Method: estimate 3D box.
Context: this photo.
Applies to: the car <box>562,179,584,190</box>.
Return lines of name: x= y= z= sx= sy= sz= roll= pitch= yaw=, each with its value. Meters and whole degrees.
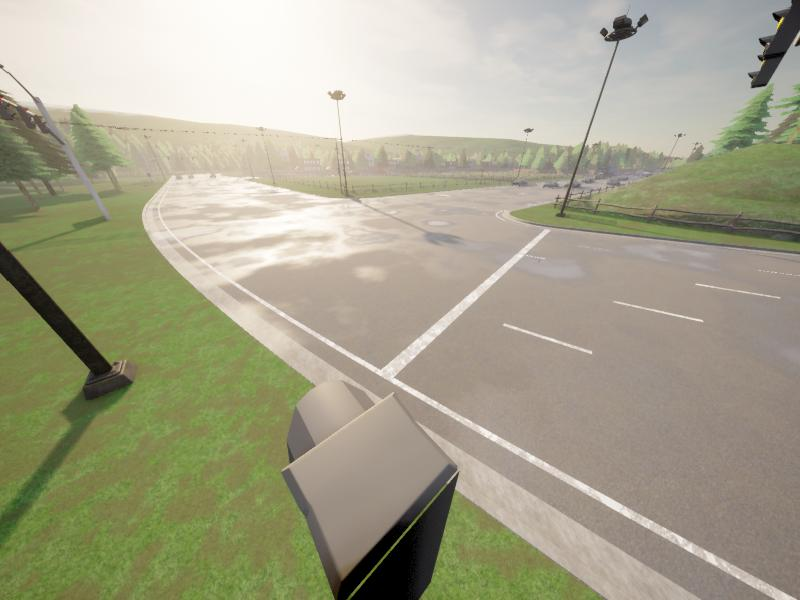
car: x=35.946 y=-24.081 z=47.921 sx=4.553 sy=1.767 sz=2.097 roll=-23 pitch=37 yaw=-34

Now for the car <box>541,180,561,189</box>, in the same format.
car: x=32.153 y=-24.588 z=49.225 sx=4.181 sy=1.385 sz=1.994 roll=-23 pitch=37 yaw=-34

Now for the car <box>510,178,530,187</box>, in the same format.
car: x=28.132 y=-27.590 z=54.152 sx=5.238 sy=1.638 sz=1.930 roll=-23 pitch=37 yaw=-34
